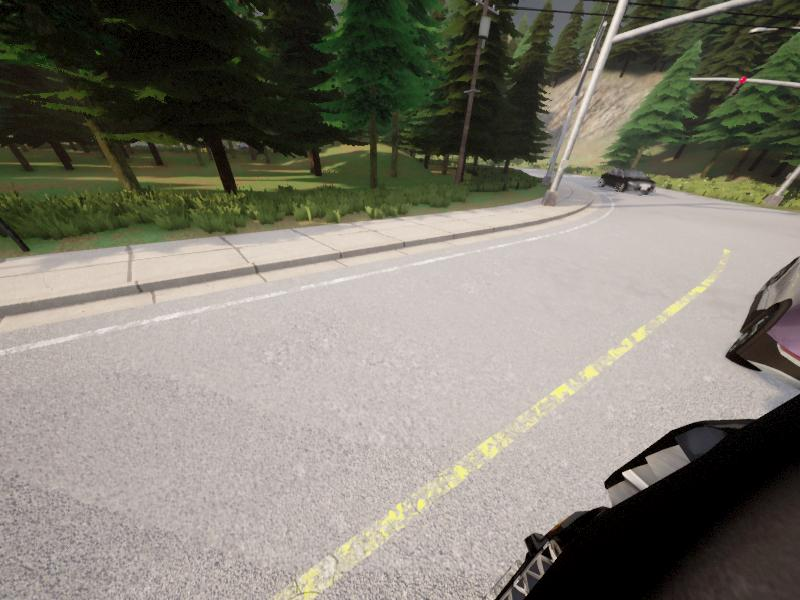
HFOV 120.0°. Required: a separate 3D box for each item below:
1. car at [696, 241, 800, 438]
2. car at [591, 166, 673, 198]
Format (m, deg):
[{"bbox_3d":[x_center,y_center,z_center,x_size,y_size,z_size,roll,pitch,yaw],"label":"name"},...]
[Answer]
[{"bbox_3d":[6.133,0.164,2.695,4.856,1.649,2.033,-17,39,-28],"label":"car"},{"bbox_3d":[17.159,-9.073,17.552,2.128,1.511,4.902,9,34,10],"label":"car"}]
